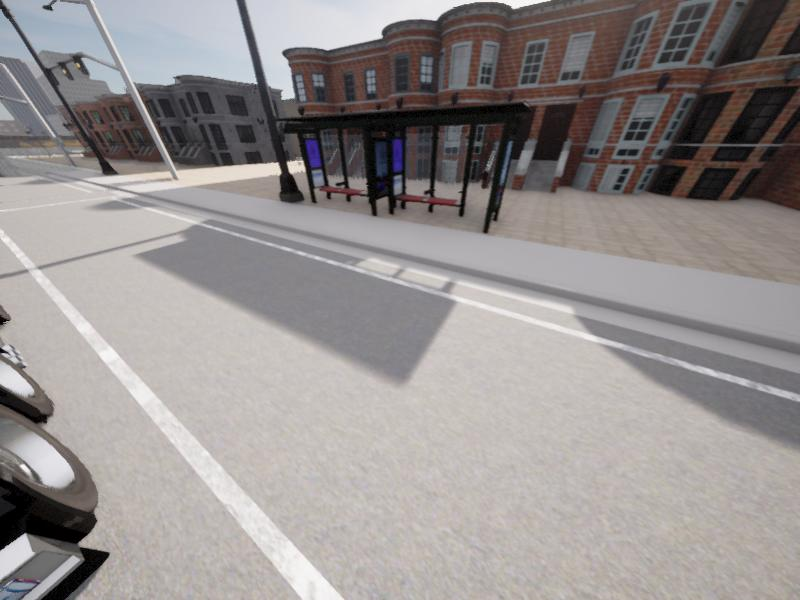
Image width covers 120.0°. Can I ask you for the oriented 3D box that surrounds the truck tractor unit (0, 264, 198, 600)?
[{"bbox_3d":[-5.125,-0.284,0.777,6.516,4.208,3.053,18,40,24],"label":"truck tractor unit"}]
